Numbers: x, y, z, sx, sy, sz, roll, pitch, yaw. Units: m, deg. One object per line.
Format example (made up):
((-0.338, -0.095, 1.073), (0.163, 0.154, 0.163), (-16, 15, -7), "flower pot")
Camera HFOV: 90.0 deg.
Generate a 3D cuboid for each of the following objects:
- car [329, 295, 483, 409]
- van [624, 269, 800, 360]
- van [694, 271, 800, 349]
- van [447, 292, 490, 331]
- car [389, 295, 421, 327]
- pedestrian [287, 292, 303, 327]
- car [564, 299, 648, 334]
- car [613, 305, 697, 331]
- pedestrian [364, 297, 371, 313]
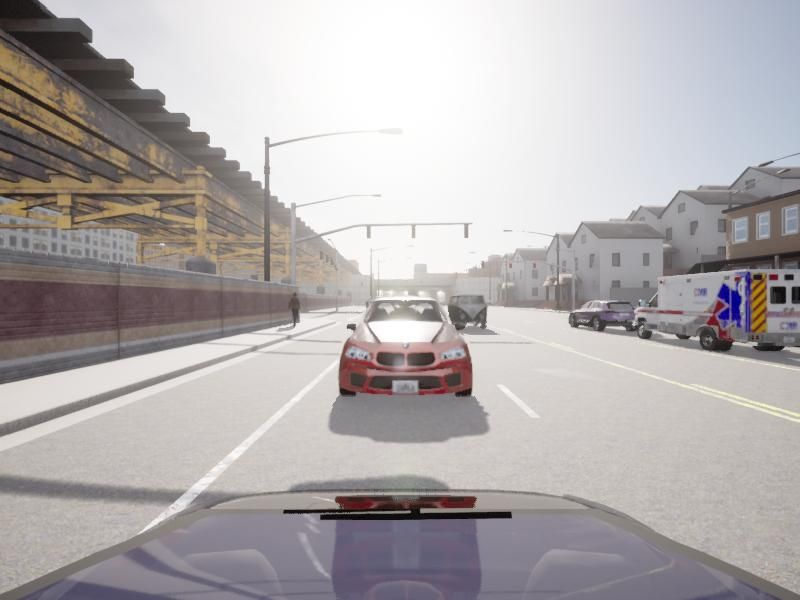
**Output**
((0.111, 0.755, 8.148), (2.242, 1.667, 4.611), (0, 0, 1), "car")
((10.684, 0.378, 13.842), (2.351, 2.431, 6.366), (0, 0, 1), "van")
((14.186, 0.322, 15.030), (1.988, 2.561, 5.915), (0, 0, 1), "van")
((3.790, 0.599, 22.791), (1.775, 1.987, 4.442), (0, 0, 1), "van")
((0.324, 0.646, 25.637), (1.905, 1.878, 3.866), (0, 0, 1), "car")
((-5.661, 0.485, 21.625), (0.751, 1.860, 0.751), (0, 0, -9), "pedestrian")
((10.773, 0.778, 21.404), (2.033, 1.649, 4.856), (0, 0, 1), "car")
((14.186, 0.944, 22.643), (1.895, 1.301, 4.718), (0, 0, 2), "car")
((-3.786, 0.637, 47.026), (0.751, 1.860, 0.751), (0, 0, -12), "pedestrian")
